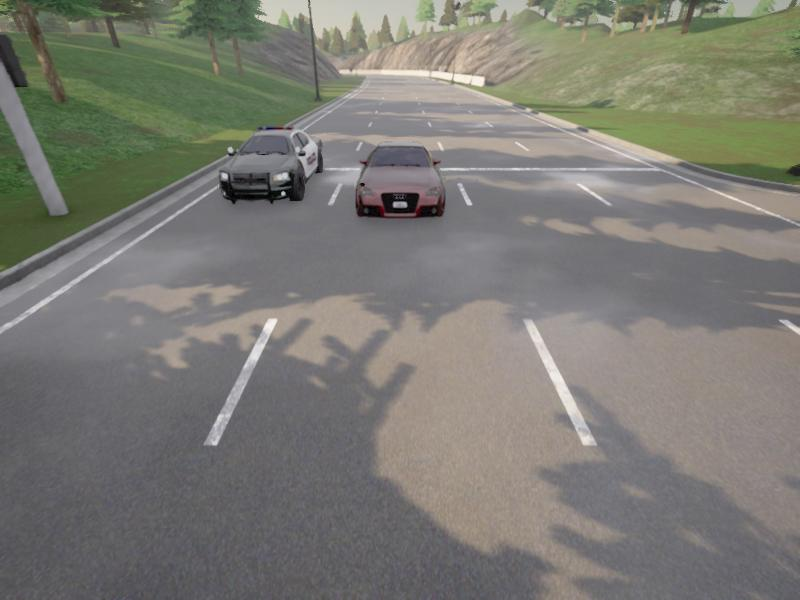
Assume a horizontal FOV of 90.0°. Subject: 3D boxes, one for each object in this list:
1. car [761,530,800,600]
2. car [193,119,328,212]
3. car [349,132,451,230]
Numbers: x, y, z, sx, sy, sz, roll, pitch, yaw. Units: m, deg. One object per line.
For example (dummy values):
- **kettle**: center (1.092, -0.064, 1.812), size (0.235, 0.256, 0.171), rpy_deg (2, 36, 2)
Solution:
- **car**: center (3.505, 2.485, 0.223), size (2.038, 1.542, 4.974), rpy_deg (0, 30, 0)
- **car**: center (-3.500, -3.997, 11.270), size (2.038, 1.542, 4.974), rpy_deg (0, 30, 0)
- **car**: center (0.006, -3.156, 9.987), size (1.994, 1.385, 4.181), rpy_deg (0, 30, 0)
